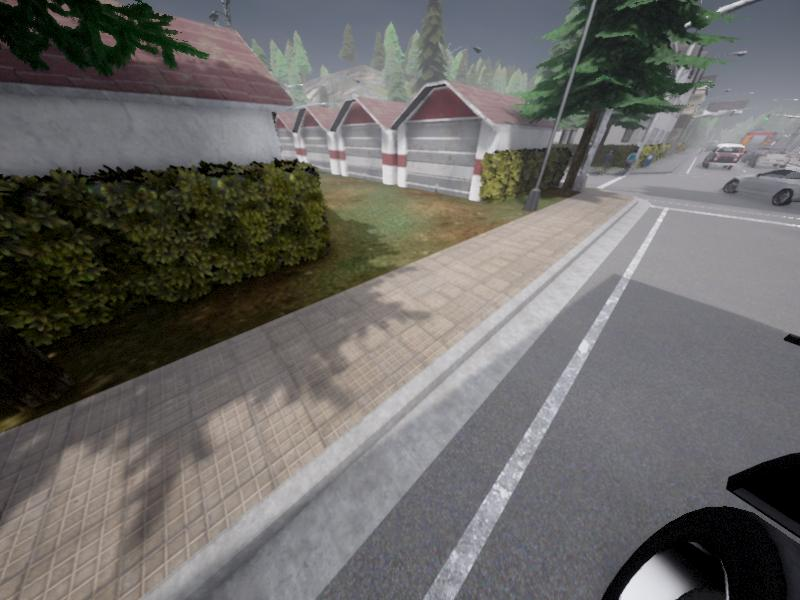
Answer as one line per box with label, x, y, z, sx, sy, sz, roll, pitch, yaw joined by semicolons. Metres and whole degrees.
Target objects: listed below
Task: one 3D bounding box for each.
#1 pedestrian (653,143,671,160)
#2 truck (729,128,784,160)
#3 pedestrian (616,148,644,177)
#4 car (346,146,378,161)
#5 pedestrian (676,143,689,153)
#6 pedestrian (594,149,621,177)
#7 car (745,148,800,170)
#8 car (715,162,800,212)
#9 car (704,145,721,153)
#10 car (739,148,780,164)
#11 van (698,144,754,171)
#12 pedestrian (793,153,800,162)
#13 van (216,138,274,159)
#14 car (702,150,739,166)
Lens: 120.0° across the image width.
pedestrian;33.696;-19.085;29.726;0.751;1.860;0.751;24;41;30
truck;55.621;-24.460;36.222;8.468;3.827;2.891;-24;42;-31
pedestrian;18.021;-10.769;18.113;0.751;1.860;0.751;-27;43;-33
car;-5.493;-20.833;32.799;1.882;1.535;5.008;-27;43;-33
pedestrian;61.295;-32.925;50.123;0.751;1.860;0.751;2;35;2
pedestrian;16.715;-11.074;18.646;0.751;1.860;0.751;-18;39;-24
car;39.080;-14.961;24.375;5.027;1.651;2.152;-28;44;-34
car;18.445;-5.476;10.957;1.812;1.442;4.674;10;37;15
car;74.661;-36.126;55.172;4.892;1.490;1.837;-27;43;-34
car;46.172;-18.621;29.772;4.974;1.542;2.038;-28;43;-34
van;31.811;-14.123;22.738;2.069;2.038;4.480;28;44;34
pedestrian;51.303;-18.573;29.151;0.751;1.860;0.751;-14;37;-19
van;-22.883;-22.566;34.323;6.366;2.431;2.351;-27;43;-34
car;37.178;-16.611;26.945;4.181;1.385;1.994;-28;44;-34
